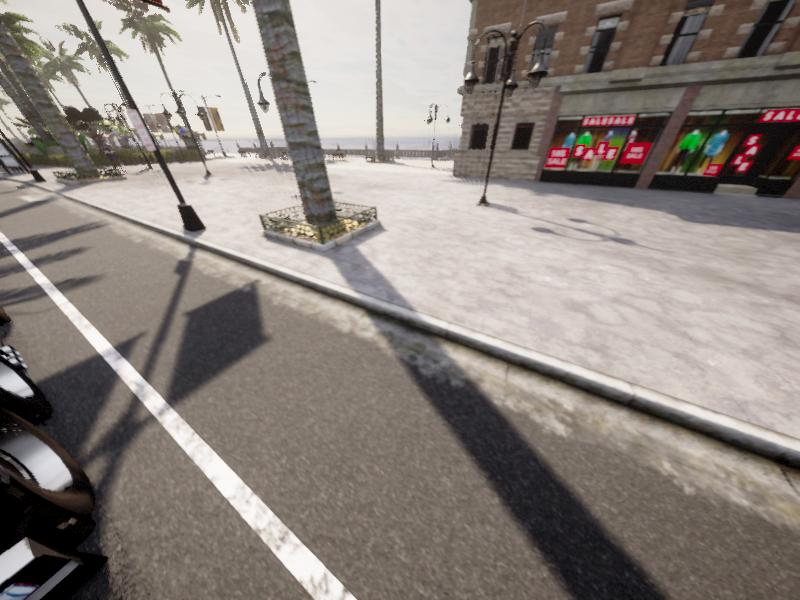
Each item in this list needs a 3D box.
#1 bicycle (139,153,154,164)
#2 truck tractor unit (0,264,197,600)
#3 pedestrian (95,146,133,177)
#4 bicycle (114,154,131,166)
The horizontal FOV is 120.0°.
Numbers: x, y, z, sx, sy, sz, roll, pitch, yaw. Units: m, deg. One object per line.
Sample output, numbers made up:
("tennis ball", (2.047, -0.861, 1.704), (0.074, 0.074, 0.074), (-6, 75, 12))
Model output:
("bicycle", (-28.983, -16.176, 26.405), (1.643, 1.024, 0.373), (18, 39, 24))
("truck tractor unit", (-5.112, -0.299, 0.785), (6.516, 4.208, 3.053), (18, 39, 24))
("pedestrian", (-20.628, -10.038, 16.705), (0.751, 1.860, 0.751), (12, 37, 18))
("bicycle", (-29.969, -15.170, 24.968), (1.643, 1.024, 0.373), (18, 39, 24))
